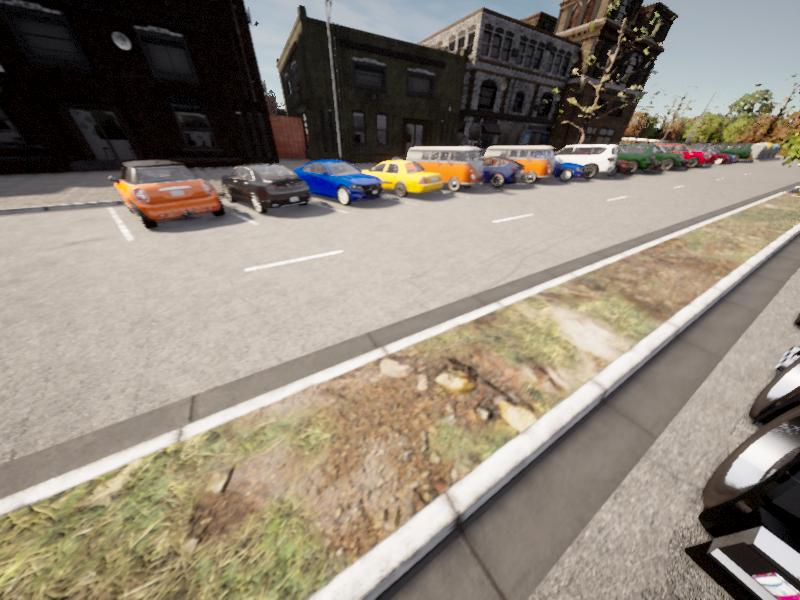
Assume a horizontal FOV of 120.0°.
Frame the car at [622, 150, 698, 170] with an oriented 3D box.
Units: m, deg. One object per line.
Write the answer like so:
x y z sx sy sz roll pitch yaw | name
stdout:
26.184 -14.350 23.562 4.792 1.488 2.163 26 42 33 | car

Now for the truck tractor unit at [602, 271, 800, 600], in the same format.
5.119 -0.291 0.772 6.516 4.208 3.053 -18 38 -24 | truck tractor unit

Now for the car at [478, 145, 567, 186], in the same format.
7.770 -8.869 15.056 4.442 1.987 1.878 26 42 33 | car

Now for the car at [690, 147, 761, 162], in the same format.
44.588 -20.120 31.936 5.366 1.575 1.946 26 43 33 | car

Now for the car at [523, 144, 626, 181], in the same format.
12.937 -10.558 17.492 5.566 2.045 2.435 26 42 33 | car

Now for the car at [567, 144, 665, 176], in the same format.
18.215 -12.174 19.866 5.566 2.045 2.435 26 42 33 | car

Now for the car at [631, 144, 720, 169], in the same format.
28.828 -15.391 24.593 5.566 2.045 2.435 26 42 33 | car

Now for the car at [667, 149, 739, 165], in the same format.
36.746 -17.609 28.298 5.008 1.535 2.097 26 42 33 | car

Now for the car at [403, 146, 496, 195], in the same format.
2.484 -7.243 12.667 4.442 1.987 1.878 26 42 33 | car

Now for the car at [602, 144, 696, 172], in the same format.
23.544 -13.775 22.218 5.566 2.045 2.435 26 42 33 | car

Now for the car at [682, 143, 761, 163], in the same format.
42.041 -19.444 30.528 5.566 2.045 2.435 26 43 33 | car

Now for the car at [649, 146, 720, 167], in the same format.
31.467 -16.086 25.838 4.553 1.767 2.185 26 42 33 | car

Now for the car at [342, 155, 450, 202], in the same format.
-0.391 -6.349 11.750 5.366 1.575 1.946 26 42 33 | car

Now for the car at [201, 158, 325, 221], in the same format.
-5.511 -4.623 9.219 4.892 1.521 2.231 26 42 33 | car

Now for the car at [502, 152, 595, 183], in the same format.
10.320 -9.535 16.436 5.008 1.535 2.097 26 42 33 | car

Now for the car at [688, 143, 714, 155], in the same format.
68.901 -34.681 53.018 2.435 2.045 5.566 28 41 33 | car

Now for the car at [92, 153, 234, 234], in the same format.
-8.133 -3.885 7.910 4.553 1.767 2.185 25 42 32 | car

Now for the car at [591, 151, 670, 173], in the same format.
20.904 -12.733 21.186 4.792 1.488 2.163 26 42 33 | car

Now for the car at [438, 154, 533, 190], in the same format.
5.011 -7.897 14.083 4.792 1.488 2.163 26 42 33 | car

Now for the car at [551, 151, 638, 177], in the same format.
15.599 -11.152 18.811 5.008 1.535 2.097 26 42 33 | car

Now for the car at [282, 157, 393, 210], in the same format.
-2.887 -5.464 10.453 5.008 1.535 2.097 26 41 33 | car
